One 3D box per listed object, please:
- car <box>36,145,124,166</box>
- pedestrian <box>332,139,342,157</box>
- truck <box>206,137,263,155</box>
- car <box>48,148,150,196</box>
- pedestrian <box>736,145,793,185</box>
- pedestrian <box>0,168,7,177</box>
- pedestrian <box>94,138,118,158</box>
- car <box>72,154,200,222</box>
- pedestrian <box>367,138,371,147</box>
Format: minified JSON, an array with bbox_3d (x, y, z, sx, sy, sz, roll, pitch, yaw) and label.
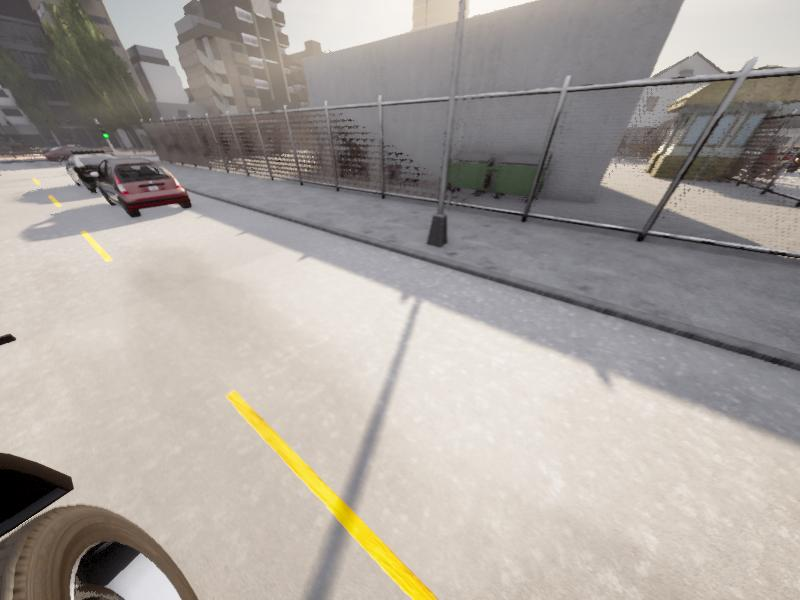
[{"bbox_3d":[-30.636,-14.063,22.318,1.812,1.442,4.674,22,41,28],"label":"car"},{"bbox_3d":[-8.241,-19.856,30.157,0.751,1.860,0.751,13,37,18],"label":"pedestrian"},{"bbox_3d":[-24.686,-23.265,34.851,2.390,2.098,6.274,22,41,27],"label":"truck"},{"bbox_3d":[-15.392,-6.674,11.809,5.238,1.638,1.930,22,40,27],"label":"car"},{"bbox_3d":[20.461,-7.609,13.048,0.751,1.860,0.751,23,41,29],"label":"pedestrian"},{"bbox_3d":[-26.355,-8.776,14.457,0.751,1.860,0.751,9,36,13],"label":"pedestrian"},{"bbox_3d":[-34.009,-17.619,26.751,0.751,1.860,0.751,6,36,8],"label":"pedestrian"},{"bbox_3d":[-9.641,-4.267,8.479,3.988,1.617,1.851,22,41,28],"label":"car"},{"bbox_3d":[-8.058,-40.792,59.839,0.751,1.860,0.751,21,40,26],"label":"pedestrian"}]
